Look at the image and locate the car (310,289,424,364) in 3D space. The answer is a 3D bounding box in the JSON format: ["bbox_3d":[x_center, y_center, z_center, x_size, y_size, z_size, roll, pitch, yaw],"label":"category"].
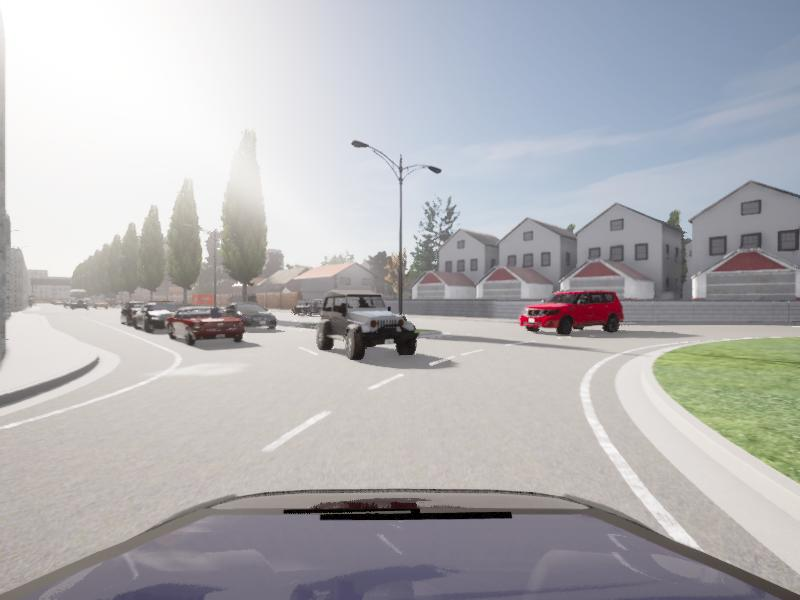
[{"bbox_3d":[-1.157,0.641,12.052,1.905,1.878,3.866,0,0,-30],"label":"car"}]

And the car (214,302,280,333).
[{"bbox_3d":[-8.333,0.865,21.539,1.812,1.442,4.674,0,0,-41],"label":"car"}]

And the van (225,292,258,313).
[{"bbox_3d":[-20.761,0.311,52.300,1.988,2.561,5.915,0,0,-42],"label":"van"}]

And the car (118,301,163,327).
[{"bbox_3d":[-16.598,0.821,25.484,1.845,1.501,3.633,0,0,-42],"label":"car"}]

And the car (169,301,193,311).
[{"bbox_3d":[-33.545,0.837,61.109,2.163,1.488,4.792,0,0,-42],"label":"car"}]

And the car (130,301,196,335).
[{"bbox_3d":[-12.509,0.822,20.958,2.038,1.542,4.974,0,0,-42],"label":"car"}]

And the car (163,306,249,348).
[{"bbox_3d":[-7.724,0.940,15.674,1.895,1.301,4.718,0,0,-40],"label":"car"}]

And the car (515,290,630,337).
[{"bbox_3d":[8.475,0.561,19.564,5.566,2.045,2.150,-1,0,-28],"label":"car"}]

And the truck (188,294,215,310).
[{"bbox_3d":[-32.342,0.262,64.981,2.627,2.467,5.204,0,0,-42],"label":"truck"}]

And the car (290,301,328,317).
[{"bbox_3d":[-8.983,0.846,39.394,1.816,1.474,4.193,0,0,-42],"label":"car"}]
